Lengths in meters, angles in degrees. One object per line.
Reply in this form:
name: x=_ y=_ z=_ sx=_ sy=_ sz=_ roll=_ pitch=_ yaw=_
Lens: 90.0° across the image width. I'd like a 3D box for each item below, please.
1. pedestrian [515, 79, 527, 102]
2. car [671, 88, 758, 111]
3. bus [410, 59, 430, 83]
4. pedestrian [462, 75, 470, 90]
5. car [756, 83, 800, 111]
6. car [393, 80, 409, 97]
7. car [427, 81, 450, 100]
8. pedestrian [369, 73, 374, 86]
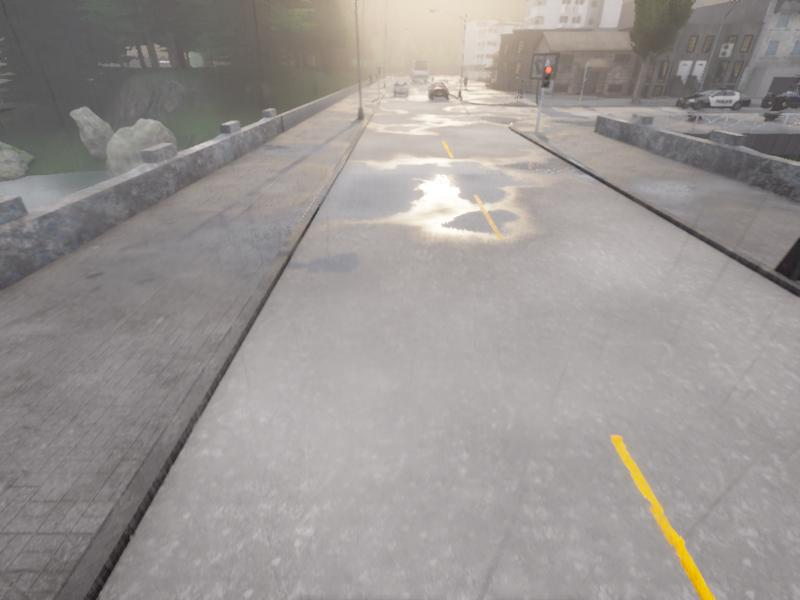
pedestrian: x=11.256 y=-19.507 z=37.266 sx=0.751 sy=1.860 sz=0.751 roll=10 pitch=32 yaw=16
car: x=24.982 y=-16.066 z=31.975 sx=4.974 sy=1.542 sz=2.038 roll=0 pitch=30 yaw=0
bus: x=4.176 y=-49.357 z=86.230 sx=3.944 sy=4.253 sz=10.273 roll=0 pitch=30 yaw=0
pedestrian: x=9.416 y=-31.174 z=57.244 sx=0.751 sy=1.860 sz=0.751 roll=-2 pitch=30 yaw=-3
car: x=31.480 y=-16.228 z=31.895 sx=3.866 sy=1.878 sz=1.905 roll=0 pitch=30 yaw=0
car: x=0.127 y=-24.883 z=46.988 sx=1.851 sy=1.617 sz=3.988 roll=0 pitch=30 yaw=0
car: x=4.168 y=-22.953 z=43.760 sx=2.038 sy=1.542 sz=4.974 roll=0 pitch=30 yaw=0
pedestrian: x=-4.997 y=-38.105 z=69.104 sx=0.751 sy=1.860 sz=0.751 roll=0 pitch=30 yaw=1
